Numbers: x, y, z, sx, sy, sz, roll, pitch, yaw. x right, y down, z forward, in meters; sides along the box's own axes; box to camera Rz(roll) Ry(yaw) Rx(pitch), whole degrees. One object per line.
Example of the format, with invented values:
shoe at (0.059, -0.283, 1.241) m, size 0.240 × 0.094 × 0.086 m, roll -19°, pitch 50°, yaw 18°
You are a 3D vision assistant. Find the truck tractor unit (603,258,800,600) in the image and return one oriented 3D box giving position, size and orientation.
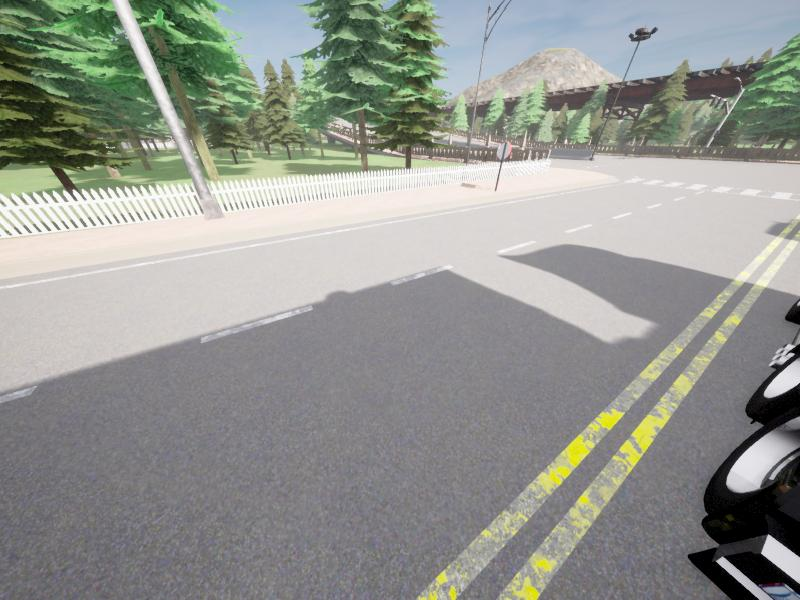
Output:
truck tractor unit at (5.098, -0.313, 0.797) m, size 6.516 × 4.208 × 3.053 m, roll -19°, pitch 39°, yaw -25°
